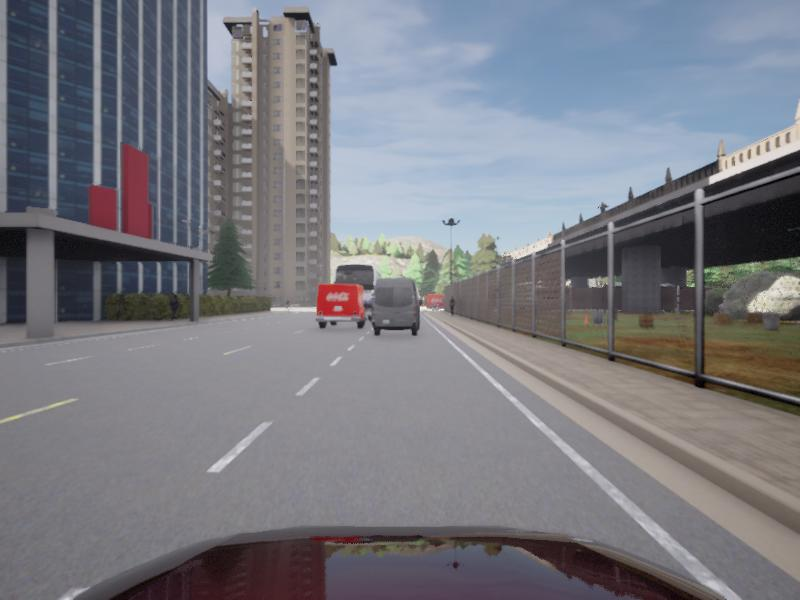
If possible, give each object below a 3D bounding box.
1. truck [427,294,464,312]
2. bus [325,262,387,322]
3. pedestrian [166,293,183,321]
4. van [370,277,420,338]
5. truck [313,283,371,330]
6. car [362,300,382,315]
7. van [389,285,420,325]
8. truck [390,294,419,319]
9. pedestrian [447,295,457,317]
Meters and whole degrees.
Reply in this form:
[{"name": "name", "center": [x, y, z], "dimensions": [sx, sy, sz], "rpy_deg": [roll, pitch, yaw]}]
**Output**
[{"name": "truck", "center": [6.534, 0.385, 58.318], "dimensions": [5.204, 2.467, 2.627], "rpy_deg": [1, 0, 2]}, {"name": "bus", "center": [-3.250, -0.544, 33.210], "dimensions": [3.944, 4.253, 10.273], "rpy_deg": [0, 0, 1]}, {"name": "pedestrian", "center": [-15.077, 0.476, 26.765], "dimensions": [0.751, 1.860, 0.751], "rpy_deg": [0, 0, 0]}, {"name": "van", "center": [-0.055, 0.317, 19.754], "dimensions": [1.988, 2.561, 5.915], "rpy_deg": [0, 0, 4]}, {"name": "truck", "center": [-3.243, 0.347, 23.619], "dimensions": [2.627, 2.467, 5.204], "rpy_deg": [0, 0, 1]}, {"name": "car", "center": [-3.000, 0.788, 43.939], "dimensions": [1.801, 1.575, 5.366], "rpy_deg": [0, 0, 1]}, {"name": "van", "center": [0.314, 0.315, 28.123], "dimensions": [1.988, 2.561, 5.915], "rpy_deg": [0, 0, 1]}, {"name": "truck", "center": [0.411, 0.532, 36.541], "dimensions": [2.390, 2.098, 6.274], "rpy_deg": [0, 0, 1]}, {"name": "pedestrian", "center": [4.402, 0.475, 33.816], "dimensions": [0.751, 1.860, 0.751], "rpy_deg": [0, 0, 0]}]
